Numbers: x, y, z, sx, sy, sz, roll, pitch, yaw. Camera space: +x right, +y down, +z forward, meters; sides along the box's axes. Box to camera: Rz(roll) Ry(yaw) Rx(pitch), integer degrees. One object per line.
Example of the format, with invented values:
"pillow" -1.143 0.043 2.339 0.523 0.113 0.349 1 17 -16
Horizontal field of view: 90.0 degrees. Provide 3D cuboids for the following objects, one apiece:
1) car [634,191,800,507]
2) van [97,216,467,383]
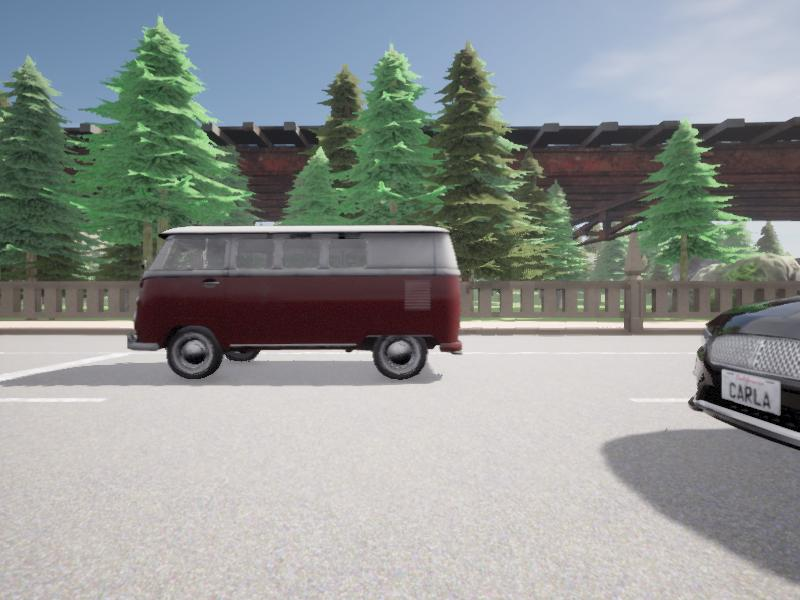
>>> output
"car" 4.363 0.237 2.200 4.902 1.511 2.128 0 0 0
"van" -1.416 -0.004 5.700 4.442 1.987 1.775 0 0 0
